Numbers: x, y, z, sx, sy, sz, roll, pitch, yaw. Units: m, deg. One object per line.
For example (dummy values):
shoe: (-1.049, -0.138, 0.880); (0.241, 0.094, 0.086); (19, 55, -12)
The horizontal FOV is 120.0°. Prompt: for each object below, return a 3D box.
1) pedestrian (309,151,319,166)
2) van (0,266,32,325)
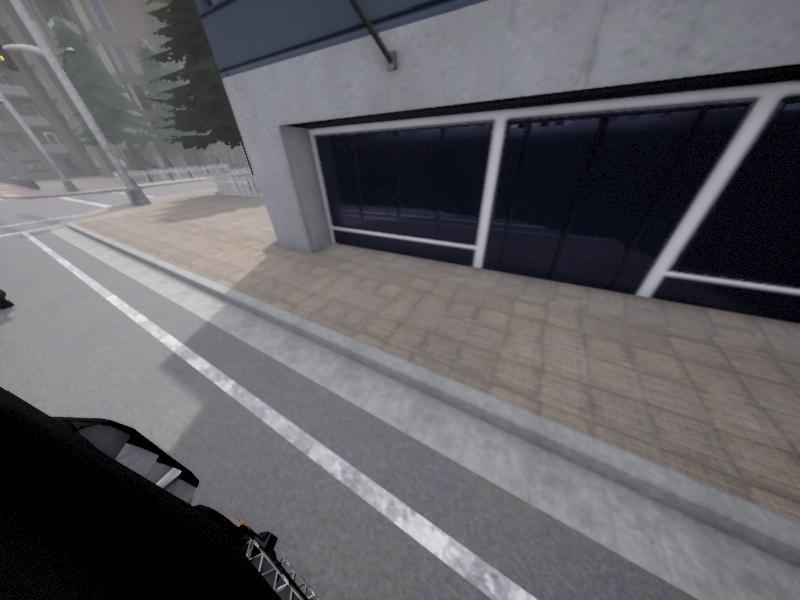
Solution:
pedestrian: (-13.052, -21.471, 34.992); (0.751, 1.860, 0.751); (17, 38, 27)
van: (-8.740, -0.682, 3.751); (4.442, 1.987, 1.775); (16, 38, 26)
